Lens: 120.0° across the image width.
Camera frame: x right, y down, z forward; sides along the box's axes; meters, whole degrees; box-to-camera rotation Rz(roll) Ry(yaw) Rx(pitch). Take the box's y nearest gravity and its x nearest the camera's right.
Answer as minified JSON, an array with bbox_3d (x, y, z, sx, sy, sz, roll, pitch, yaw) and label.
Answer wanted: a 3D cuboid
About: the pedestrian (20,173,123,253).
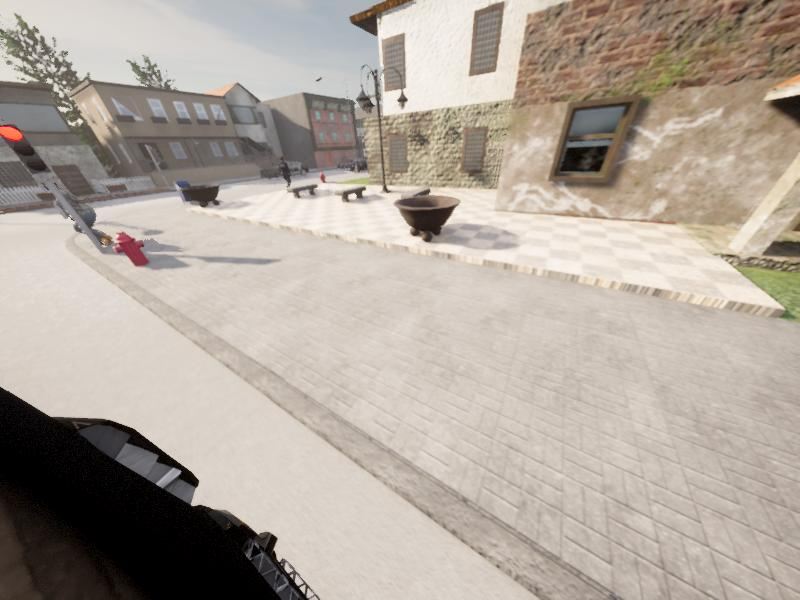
[{"bbox_3d":[-8.805,-2.380,6.345,0.751,1.860,0.751,-29,41,-33],"label":"pedestrian"}]

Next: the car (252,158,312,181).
[{"bbox_3d":[-12.074,-13.741,24.180,1.930,1.638,5.238,16,38,26],"label":"car"}]

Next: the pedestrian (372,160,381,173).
[{"bbox_3d":[-2.286,-13.012,22.540,0.500,1.100,0.500,13,37,23],"label":"pedestrian"}]

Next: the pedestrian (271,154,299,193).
[{"bbox_3d":[-6.507,-7.164,13.153,0.751,1.860,0.751,-4,34,-2],"label":"pedestrian"}]

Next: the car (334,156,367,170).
[{"bbox_3d":[-6.625,-18.805,31.613,1.994,1.385,4.181,16,38,26],"label":"car"}]

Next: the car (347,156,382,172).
[{"bbox_3d":[-4.264,-16.781,28.373,1.994,1.385,4.181,17,39,27],"label":"car"}]

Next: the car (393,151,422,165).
[{"bbox_3d":[1.323,-22.221,36.092,2.033,1.411,5.357,17,39,28],"label":"car"}]

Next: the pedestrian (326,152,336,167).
[{"bbox_3d":[-10.330,-21.048,34.619,0.751,1.860,0.751,10,36,19],"label":"pedestrian"}]
